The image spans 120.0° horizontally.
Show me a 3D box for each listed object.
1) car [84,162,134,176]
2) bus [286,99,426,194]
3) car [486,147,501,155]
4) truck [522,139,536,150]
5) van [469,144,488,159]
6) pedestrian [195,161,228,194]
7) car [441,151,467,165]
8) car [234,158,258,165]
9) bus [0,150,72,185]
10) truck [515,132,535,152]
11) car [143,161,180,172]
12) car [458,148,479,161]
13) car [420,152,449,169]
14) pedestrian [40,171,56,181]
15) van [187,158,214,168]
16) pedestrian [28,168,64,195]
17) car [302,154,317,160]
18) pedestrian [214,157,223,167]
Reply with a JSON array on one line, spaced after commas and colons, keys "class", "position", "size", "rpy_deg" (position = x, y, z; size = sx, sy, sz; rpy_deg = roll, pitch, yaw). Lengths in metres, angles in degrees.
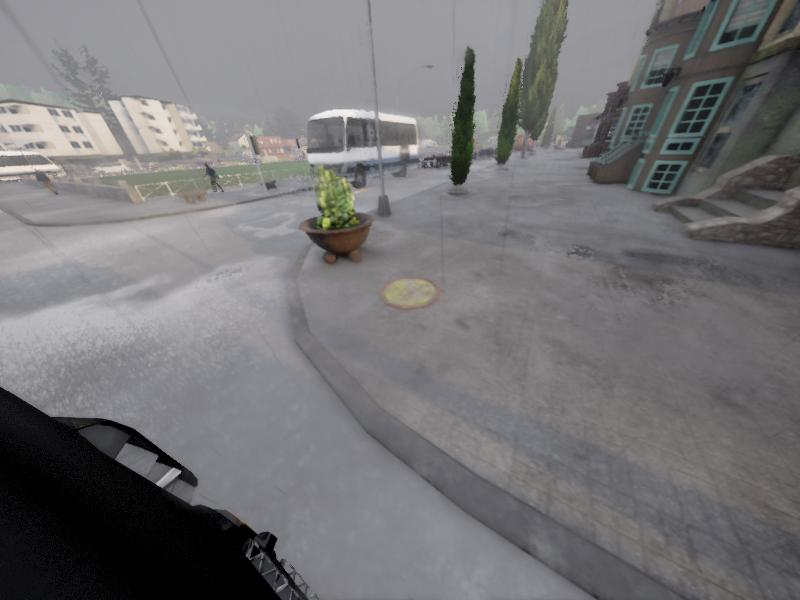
[{"class": "car", "position": [-58.734, -26.560, 46.791], "size": [2.150, 2.045, 5.566], "rpy_deg": [16, 38, 26]}, {"class": "bus", "position": [-2.081, -11.109, 17.048], "size": [3.944, 4.253, 10.273], "rpy_deg": [16, 38, 26]}, {"class": "car", "position": [19.970, -31.805, 49.239], "size": [1.895, 1.301, 4.718], "rpy_deg": [16, 38, 26]}, {"class": "truck", "position": [37.418, -45.224, 67.063], "size": [2.627, 2.467, 5.204], "rpy_deg": [16, 38, 26]}, {"class": "van", "position": [13.581, -25.765, 39.996], "size": [1.775, 1.987, 4.442], "rpy_deg": [16, 38, 26]}, {"class": "pedestrian", "position": [-12.331, -8.039, 15.171], "size": [0.751, 1.860, 0.751], "rpy_deg": [10, 36, 19]}, {"class": "car", "position": [7.442, -19.368, 31.445], "size": [1.895, 1.301, 4.718], "rpy_deg": [16, 38, 26]}, {"class": "car", "position": [-44.590, -40.314, 67.016], "size": [2.033, 1.411, 5.357], "rpy_deg": [16, 38, 26]}, {"class": "bus", "position": [-61.336, -20.672, 36.096], "size": [3.944, 4.253, 10.273], "rpy_deg": [16, 38, 26]}, {"class": "truck", "position": [32.137, -40.571, 59.221], "size": [2.891, 3.827, 8.468], "rpy_deg": [16, 38, 26]}, {"class": "car", "position": [-54.491, -30.594, 52.909], "size": [1.930, 1.638, 5.238], "rpy_deg": [16, 38, 26]}, {"class": "car", "position": [10.679, -22.662, 36.000], "size": [1.970, 1.475, 3.806], "rpy_deg": [16, 38, 26]}, {"class": "car", "position": [4.046, -16.114, 26.636], "size": [1.970, 1.475, 3.806], "rpy_deg": [16, 38, 26]}, {"class": "pedestrian", "position": [-55.352, -19.480, 36.280], "size": [0.751, 1.300, 0.751], "rpy_deg": [15, 37, 25]}, {"class": "van", "position": [-50.413, -34.790, 58.609], "size": [1.775, 1.987, 4.442], "rpy_deg": [16, 38, 26]}, {"class": "pedestrian", "position": [-28.670, -9.567, 18.727], "size": [0.751, 1.860, 0.751], "rpy_deg": [18, 39, 28]}, {"class": "car", "position": [-31.054, -49.316, 79.562], "size": [1.994, 1.385, 4.181], "rpy_deg": [16, 38, 26]}, {"class": "pedestrian", "position": [-42.582, -32.426, 54.313], "size": [0.751, 1.860, 0.751], "rpy_deg": [16, 38, 26]}]
